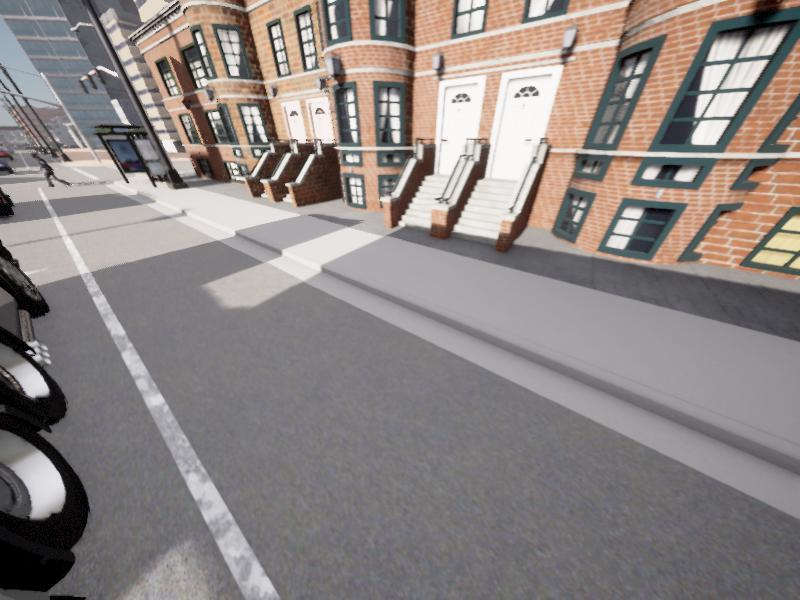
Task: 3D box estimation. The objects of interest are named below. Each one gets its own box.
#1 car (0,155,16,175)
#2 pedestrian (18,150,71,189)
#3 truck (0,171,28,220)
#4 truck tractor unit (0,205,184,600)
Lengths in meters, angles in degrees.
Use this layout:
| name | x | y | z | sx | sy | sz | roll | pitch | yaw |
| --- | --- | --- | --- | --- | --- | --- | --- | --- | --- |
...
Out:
| name | x | y | z | sx | sy | sz | roll | pitch | yaw |
| --- | --- | --- | --- | --- | --- | --- | --- | --- | --- |
| car | -35.457 | -11.658 | 19.956 | 4.718 | 1.301 | 1.895 | 22 | 40 | 29 |
| pedestrian | -20.502 | -7.549 | 13.397 | 0.751 | 1.860 | 0.751 | -25 | 41 | -31 |
| truck | -16.163 | -4.098 | 7.832 | 5.204 | 2.467 | 2.627 | 23 | 41 | 33 |
| truck tractor unit | -5.006 | -0.392 | 0.919 | 6.516 | 4.208 | 3.053 | 22 | 40 | 29 |
